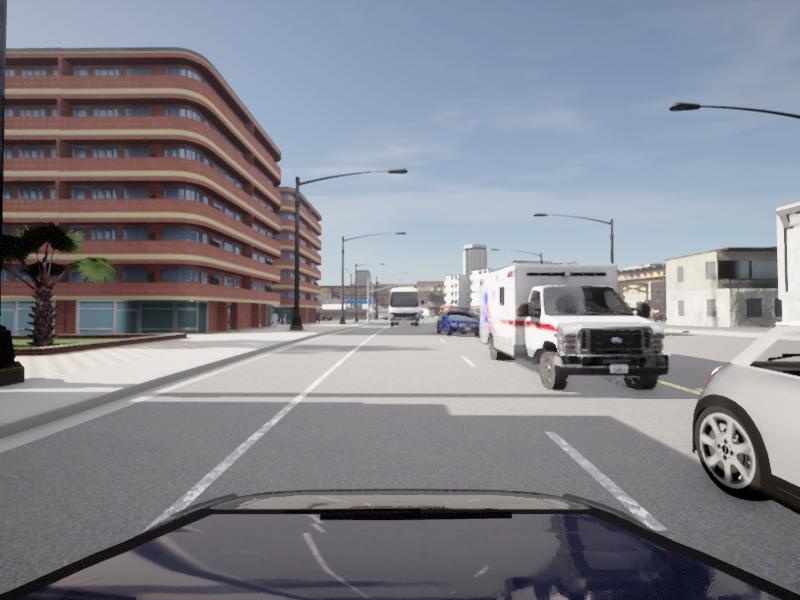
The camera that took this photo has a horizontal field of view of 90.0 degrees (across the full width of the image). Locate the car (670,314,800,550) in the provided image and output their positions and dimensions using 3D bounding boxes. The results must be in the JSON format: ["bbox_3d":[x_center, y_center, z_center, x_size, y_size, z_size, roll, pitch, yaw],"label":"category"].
[{"bbox_3d":[3.537,0.859,1.900,1.970,1.475,3.806,0,0,1],"label":"car"}]

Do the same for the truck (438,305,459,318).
[{"bbox_3d":[14.229,3.366,118.306,2.891,3.827,8.468,0,-2,-17],"label":"truck"}]

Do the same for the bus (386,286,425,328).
[{"bbox_3d":[0.634,0.885,45.710,3.944,4.253,10.273,0,-2,1],"label":"bus"}]

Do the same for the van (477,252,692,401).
[{"bbox_3d":[3.617,0.467,9.728,2.351,2.431,6.366,0,-1,1],"label":"van"}]

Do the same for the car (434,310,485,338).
[{"bbox_3d":[3.257,1.312,22.783,1.812,1.442,4.674,0,-2,-5],"label":"car"}]

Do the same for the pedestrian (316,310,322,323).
[{"bbox_3d":[-11.878,2.440,58.384,0.751,1.860,0.751,0,-1,-6],"label":"pedestrian"}]

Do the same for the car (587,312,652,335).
[{"bbox_3d":[14.301,1.498,26.403,1.994,1.385,4.181,0,-2,1],"label":"car"}]
